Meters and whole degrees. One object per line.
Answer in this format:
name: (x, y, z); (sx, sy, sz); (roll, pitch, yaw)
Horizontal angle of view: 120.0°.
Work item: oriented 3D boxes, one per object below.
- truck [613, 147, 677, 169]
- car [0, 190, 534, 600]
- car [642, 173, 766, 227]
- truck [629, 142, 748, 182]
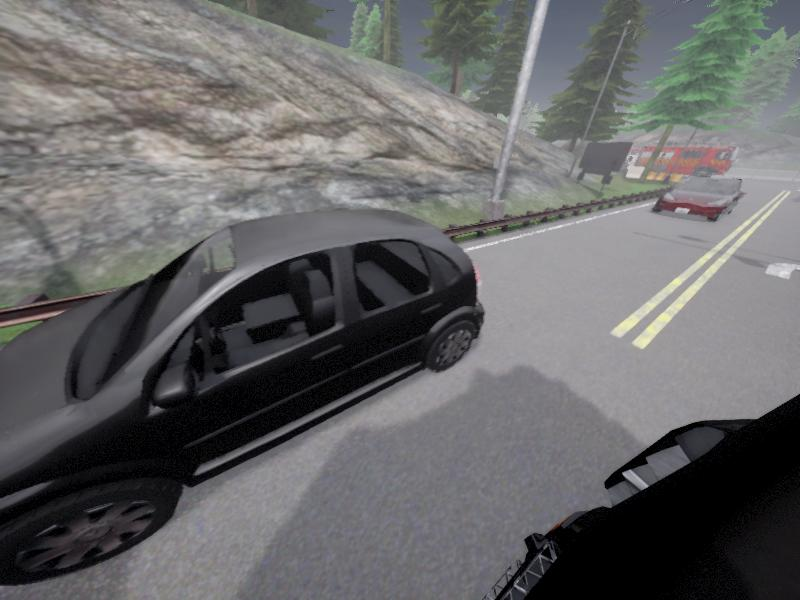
truck: (53.526, -31.381, 50.859); (2.891, 3.827, 8.468); (-19, 39, -28)
car: (-1.045, 0.130, 2.166); (3.988, 1.617, 1.851); (-19, 39, -27)
car: (13.231, -4.543, 10.062); (4.792, 1.488, 2.163); (-18, 39, -28)
truck: (36.376, -18.009, 29.807); (2.891, 3.827, 8.468); (-19, 39, -28)
